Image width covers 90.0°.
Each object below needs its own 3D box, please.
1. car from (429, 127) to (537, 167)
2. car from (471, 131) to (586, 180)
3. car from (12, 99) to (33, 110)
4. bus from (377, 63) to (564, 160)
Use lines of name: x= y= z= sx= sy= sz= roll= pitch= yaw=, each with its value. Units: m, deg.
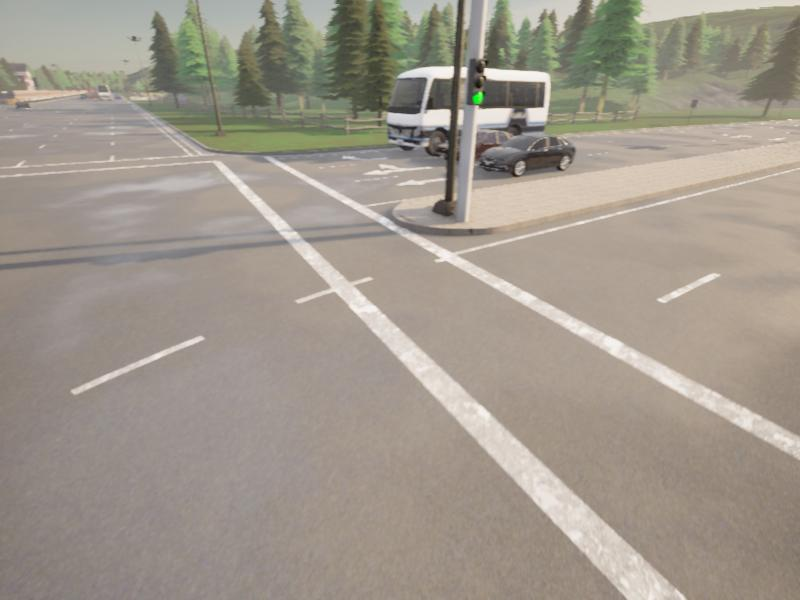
car: x=4.254 y=-7.876 z=20.345 sx=5.357 sy=1.411 sz=2.033 roll=-16 pitch=32 yaw=-29
car: x=5.608 y=-6.392 z=17.397 sx=4.892 sy=1.490 sz=1.837 roll=-16 pitch=32 yaw=-29
car: x=-64.852 y=-33.654 z=68.698 sx=2.128 sy=1.511 sz=4.902 roll=-21 pitch=34 yaw=-36
bus: x=4.145 y=-10.969 z=23.206 sx=10.273 sy=4.253 sz=3.944 roll=-16 pitch=32 yaw=-29
